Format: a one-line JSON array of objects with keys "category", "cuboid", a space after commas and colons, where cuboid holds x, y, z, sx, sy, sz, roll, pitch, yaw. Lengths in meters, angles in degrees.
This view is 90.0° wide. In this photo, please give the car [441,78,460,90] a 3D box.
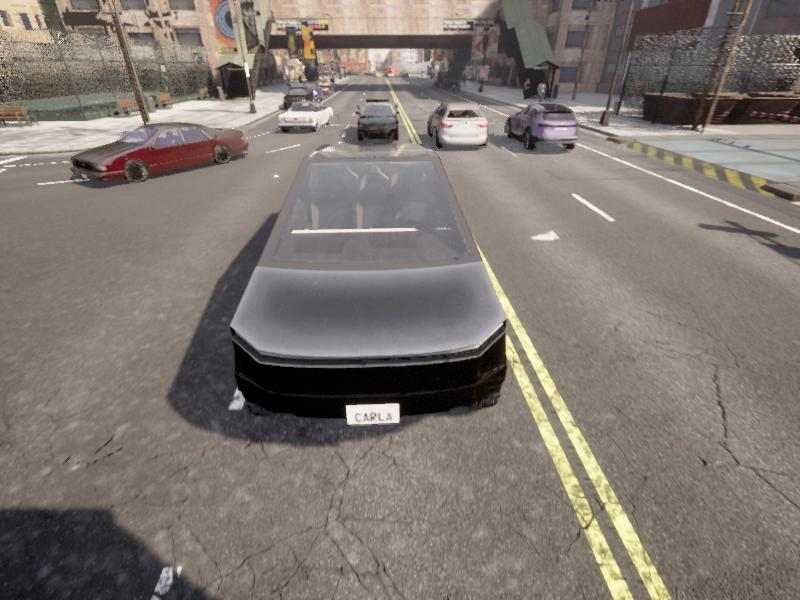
[{"category": "car", "cuboid": [7.168, -31.037, 57.436, 1.895, 1.301, 4.718, -2, 30, -2]}]

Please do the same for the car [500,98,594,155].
[{"category": "car", "cuboid": [6.056, -7.608, 17.260, 2.033, 1.649, 4.856, -1, 31, -2]}]

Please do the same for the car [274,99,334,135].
[{"category": "car", "cuboid": [-5.055, -10.046, 21.813, 1.895, 1.301, 4.718, 2, 30, 3]}]

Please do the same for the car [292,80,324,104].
[{"category": "car", "cuboid": [-8.583, -19.674, 37.736, 2.185, 1.767, 4.553, -2, 30, -2]}]

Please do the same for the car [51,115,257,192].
[{"category": "car", "cuboid": [-7.641, -5.038, 13.212, 2.033, 1.411, 5.357, 17, 35, 27]}]

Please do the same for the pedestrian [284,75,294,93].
[{"category": "pedestrian", "cuboid": [-13.242, -25.735, 47.661, 0.751, 1.860, 0.751, -1, 30, -2]}]

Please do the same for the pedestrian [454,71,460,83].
[{"category": "pedestrian", "cuboid": [10.147, -39.983, 71.745, 0.751, 1.860, 0.751, -5, 31, -9]}]

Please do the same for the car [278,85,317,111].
[{"category": "car", "cuboid": [-8.152, -16.319, 32.270, 2.097, 1.535, 5.008, -2, 30, -2]}]

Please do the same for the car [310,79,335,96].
[{"category": "car", "cuboid": [-9.037, -25.018, 47.083, 2.231, 1.521, 4.892, -2, 30, -2]}]

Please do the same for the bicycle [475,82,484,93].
[{"category": "bicycle", "cuboid": [9.484, -25.363, 47.721, 0.373, 1.024, 1.643, 7, 30, -7]}]

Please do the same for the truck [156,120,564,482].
[{"category": "truck", "cuboid": [-0.350, -0.992, 5.582, 2.390, 2.098, 6.274, -1, 30, -2]}]

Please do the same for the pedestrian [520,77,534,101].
[{"category": "pedestrian", "cuboid": [11.413, -18.965, 35.971, 0.751, 1.860, 0.751, -3, 31, -4]}]

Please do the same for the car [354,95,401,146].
[{"category": "car", "cuboid": [-1.062, -8.755, 19.247, 1.930, 1.638, 5.238, -1, 30, -2]}]

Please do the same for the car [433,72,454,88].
[{"category": "car", "cuboid": [6.786, -35.094, 63.620, 2.435, 2.045, 5.566, -2, 30, -2]}]

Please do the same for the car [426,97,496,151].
[{"category": "car", "cuboid": [2.513, -7.975, 17.866, 2.242, 1.667, 4.611, -1, 30, -2]}]

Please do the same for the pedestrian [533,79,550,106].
[{"category": "pedestrian", "cuboid": [11.283, -16.567, 31.891, 0.751, 1.860, 0.751, -1, 30, -1]}]

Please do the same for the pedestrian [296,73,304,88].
[{"category": "pedestrian", "cuboid": [-14.400, -31.739, 57.886, 0.751, 1.860, 0.751, 0, 30, 0]}]
